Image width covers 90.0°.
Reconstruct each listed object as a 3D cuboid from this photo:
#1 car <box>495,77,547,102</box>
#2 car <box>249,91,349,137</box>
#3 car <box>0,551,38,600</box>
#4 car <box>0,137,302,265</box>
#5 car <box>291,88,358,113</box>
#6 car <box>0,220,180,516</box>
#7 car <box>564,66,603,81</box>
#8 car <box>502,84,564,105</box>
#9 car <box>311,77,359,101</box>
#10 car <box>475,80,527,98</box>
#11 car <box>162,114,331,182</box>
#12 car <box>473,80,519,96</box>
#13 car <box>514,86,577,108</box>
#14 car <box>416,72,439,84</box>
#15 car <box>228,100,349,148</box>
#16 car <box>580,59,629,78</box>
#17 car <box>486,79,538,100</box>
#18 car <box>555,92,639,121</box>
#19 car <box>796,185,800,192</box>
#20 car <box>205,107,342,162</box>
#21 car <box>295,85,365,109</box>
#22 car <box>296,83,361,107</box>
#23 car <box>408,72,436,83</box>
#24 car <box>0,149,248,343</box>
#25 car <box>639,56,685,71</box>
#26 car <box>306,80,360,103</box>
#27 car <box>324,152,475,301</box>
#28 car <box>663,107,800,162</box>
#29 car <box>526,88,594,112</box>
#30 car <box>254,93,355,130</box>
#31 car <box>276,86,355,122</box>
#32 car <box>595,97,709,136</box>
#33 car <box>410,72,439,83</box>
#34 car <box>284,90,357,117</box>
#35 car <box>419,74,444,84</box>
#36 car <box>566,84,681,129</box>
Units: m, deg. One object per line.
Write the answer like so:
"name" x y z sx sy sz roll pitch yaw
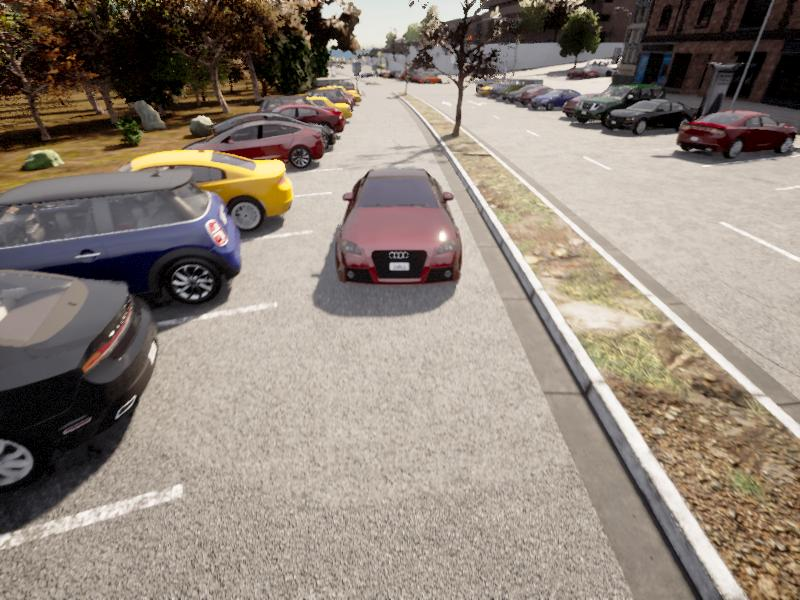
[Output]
"car" 11.718 -20.454 38.839 4.442 1.987 1.878 -13 33 -22
"car" -5.275 -9.841 21.035 4.553 1.767 2.185 -12 32 -18
"car" -4.612 2.206 0.703 5.366 1.575 1.946 -11 32 -17
"car" -4.832 -2.255 8.329 5.008 1.535 2.097 -11 32 -17
"car" -5.878 -15.680 31.331 4.674 1.452 2.002 -13 33 -20
"car" -4.785 0.745 3.210 4.892 1.521 2.231 -11 32 -17
"car" 25.897 -32.075 56.568 2.002 1.452 4.674 -22 37 -23
"car" 12.056 -18.759 36.401 4.892 1.521 2.231 -12 33 -21
"car" -6.697 -21.904 41.431 4.442 1.987 1.878 -14 33 -21
"car" 11.138 -23.293 44.119 5.366 1.575 1.946 -13 33 -22
"car" -4.979 -5.215 13.443 4.792 1.488 2.163 -12 32 -18
"car" 11.207 -24.806 46.779 4.792 1.488 2.163 -13 33 -22
"car" 12.255 -17.203 33.823 4.674 1.452 2.002 -12 32 -21
"car" 5.632 -45.318 81.653 4.442 1.987 1.878 -16 35 -26
"car" -5.120 -8.242 18.551 5.008 1.535 2.097 -12 32 -18
"car" 28.846 -32.831 56.710 2.435 2.045 5.566 -22 37 -22
"car" 11.602 -21.921 41.542 4.553 1.767 2.185 -13 33 -22
"car" 12.784 -12.626 26.019 4.674 1.452 2.002 -12 32 -20
"car" 13.333 -3.599 10.303 4.553 1.767 2.185 -11 32 -19
"car" -5.001 -6.730 16.026 4.792 1.488 2.163 -12 32 -18
"car" -5.918 -17.253 33.927 5.366 1.575 1.946 -13 32 -20
"car" -6.473 -18.661 36.343 5.366 1.575 1.946 -14 33 -20
"car" 4.672 -48.380 86.811 5.566 2.045 2.435 -16 34 -26
"car" -4.782 -0.869 5.715 4.553 1.767 2.185 -11 32 -17
"car" 37.728 -34.204 57.823 2.231 1.521 4.892 -22 37 -22
"car" -6.512 -20.306 38.903 4.553 1.767 2.185 -14 33 -20
"car" -0.036 -1.648 7.443 1.994 1.385 4.181 0 30 -1
"car" 13.234 -6.550 15.582 5.008 1.535 2.097 -11 32 -19
"car" 12.456 -15.676 31.219 4.674 1.452 2.002 -12 33 -21
"car" -5.546 -11.195 23.594 5.366 1.575 1.946 -13 33 -19
"car" -5.498 -12.841 26.155 4.553 1.767 2.185 -13 33 -19
"car" 13.056 -9.603 20.787 5.008 1.535 2.097 -11 33 -20
"car" 5.173 -46.862 84.229 5.566 2.045 2.435 -16 35 -26
"car" -5.690 -14.186 28.781 4.674 1.452 2.002 -13 33 -19
"car" 6.219 -43.750 79.187 4.553 1.767 2.185 -16 34 -26
"car" 12.907 -11.341 23.252 5.566 2.045 2.435 -11 33 -20
